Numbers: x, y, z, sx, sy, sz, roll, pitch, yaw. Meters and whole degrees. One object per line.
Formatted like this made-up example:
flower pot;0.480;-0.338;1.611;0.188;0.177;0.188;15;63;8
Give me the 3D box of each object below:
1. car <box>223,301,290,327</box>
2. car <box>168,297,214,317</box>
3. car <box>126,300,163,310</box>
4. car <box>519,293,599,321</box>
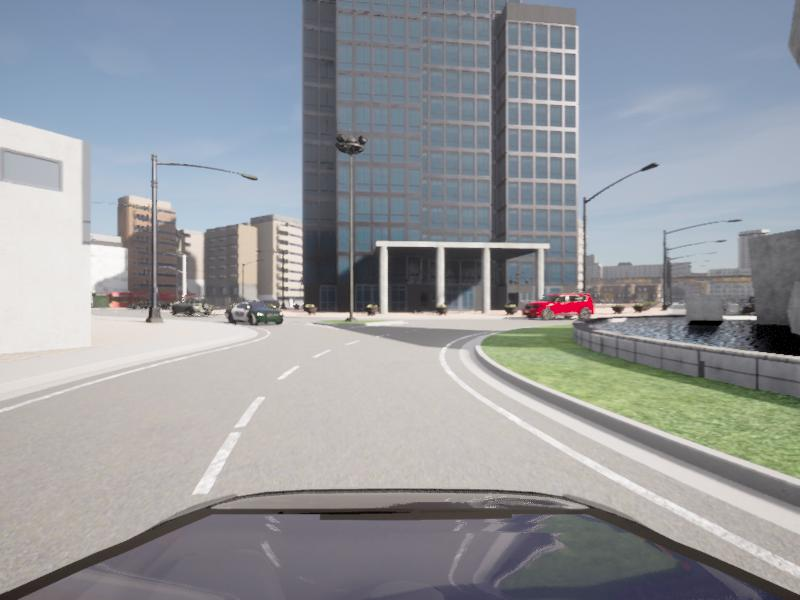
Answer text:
car;-9.364;0.813;25.857;4.974;1.542;2.038;0;0;44
car;-20.250;0.637;38.703;4.605;1.855;1.932;0;0;34
car;-45.206;0.855;70.927;1.930;1.638;5.238;0;0;32
car;12.269;0.535;30.961;5.566;2.045;2.150;0;0;-15
